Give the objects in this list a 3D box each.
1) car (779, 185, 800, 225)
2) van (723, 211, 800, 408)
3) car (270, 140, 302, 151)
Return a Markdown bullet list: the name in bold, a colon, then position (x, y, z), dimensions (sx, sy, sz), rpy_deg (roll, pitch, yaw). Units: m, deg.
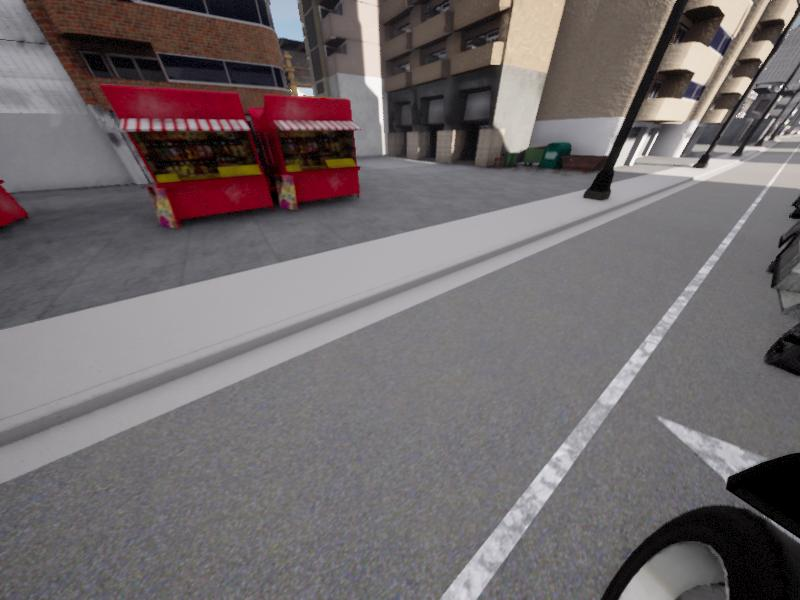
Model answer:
- **car**: position (14.858, -3.454, 7.464), dimensions (4.902, 1.511, 2.128), rpy_deg (-22, 40, -28)
- **van**: position (7.012, -0.636, 2.697), dimensions (6.366, 2.431, 2.351), rpy_deg (-22, 40, -28)
- **car**: position (-22.700, -31.019, 46.249), dimensions (5.238, 1.638, 1.930), rpy_deg (-23, 41, -27)
